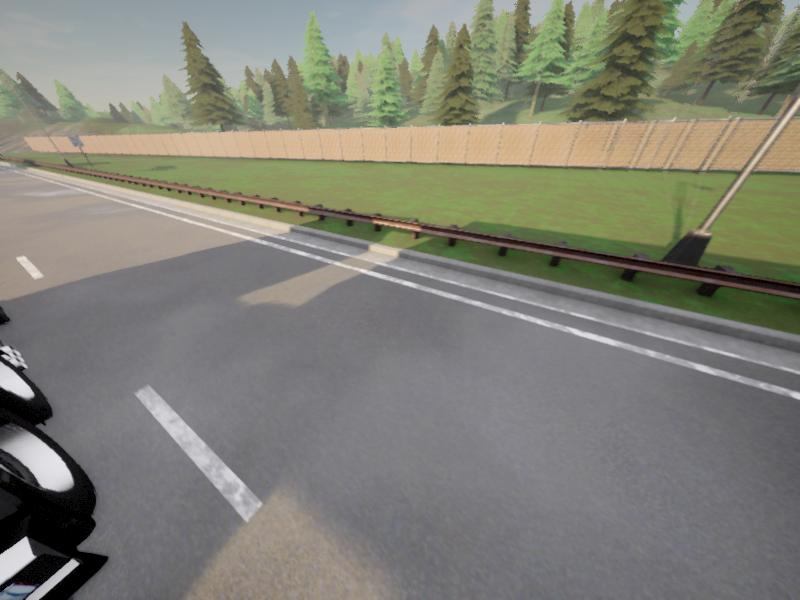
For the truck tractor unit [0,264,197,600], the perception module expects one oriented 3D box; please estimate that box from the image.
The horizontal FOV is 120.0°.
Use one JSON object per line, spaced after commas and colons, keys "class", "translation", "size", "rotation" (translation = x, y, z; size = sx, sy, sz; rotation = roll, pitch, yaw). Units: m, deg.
{"class": "truck tractor unit", "translation": [-5.114, -0.295, 0.786], "size": [6.516, 4.208, 3.053], "rotation": [18, 39, 24]}
